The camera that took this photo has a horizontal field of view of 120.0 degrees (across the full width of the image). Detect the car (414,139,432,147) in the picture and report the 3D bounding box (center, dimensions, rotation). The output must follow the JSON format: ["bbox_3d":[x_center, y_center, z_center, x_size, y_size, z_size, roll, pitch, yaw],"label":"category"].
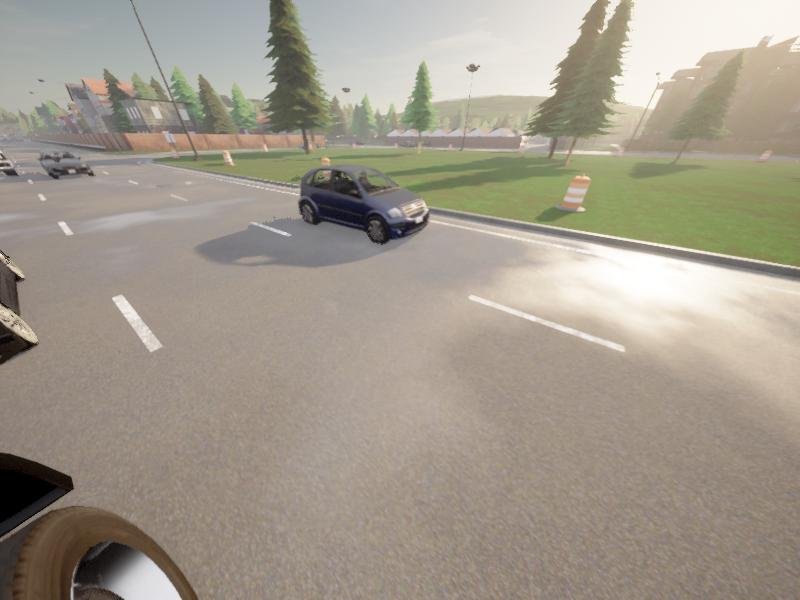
[{"bbox_3d":[6.652,-45.689,67.177,4.605,1.855,1.932,22,41,28],"label":"car"}]

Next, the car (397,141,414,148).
[{"bbox_3d":[1.338,-40.301,59.836,3.806,1.475,1.970,22,41,28],"label":"car"}]

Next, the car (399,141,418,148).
[{"bbox_3d":[2.234,-42.395,62.828,4.902,1.511,2.128,22,41,28],"label":"car"}]

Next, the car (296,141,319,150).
[{"bbox_3d":[-19.676,-32.979,49.281,3.806,1.475,1.970,-29,44,-35],"label":"car"}]

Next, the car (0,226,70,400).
[{"bbox_3d":[-6.497,-0.117,2.718,4.902,1.511,2.128,22,41,28],"label":"car"}]

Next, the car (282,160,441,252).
[{"bbox_3d":[-1.142,-2.898,6.621,3.988,1.617,1.851,22,41,28],"label":"car"}]

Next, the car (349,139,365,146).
[{"bbox_3d":[-14.020,-51.597,75.600,4.856,1.649,2.033,22,41,28],"label":"car"}]

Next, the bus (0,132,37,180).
[{"bbox_3d":[-28.706,-10.371,14.718,10.273,4.253,3.944,22,41,28],"label":"bus"}]

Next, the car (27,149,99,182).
[{"bbox_3d":[-21.726,-8.770,14.908,4.193,1.474,1.816,22,41,28],"label":"car"}]
